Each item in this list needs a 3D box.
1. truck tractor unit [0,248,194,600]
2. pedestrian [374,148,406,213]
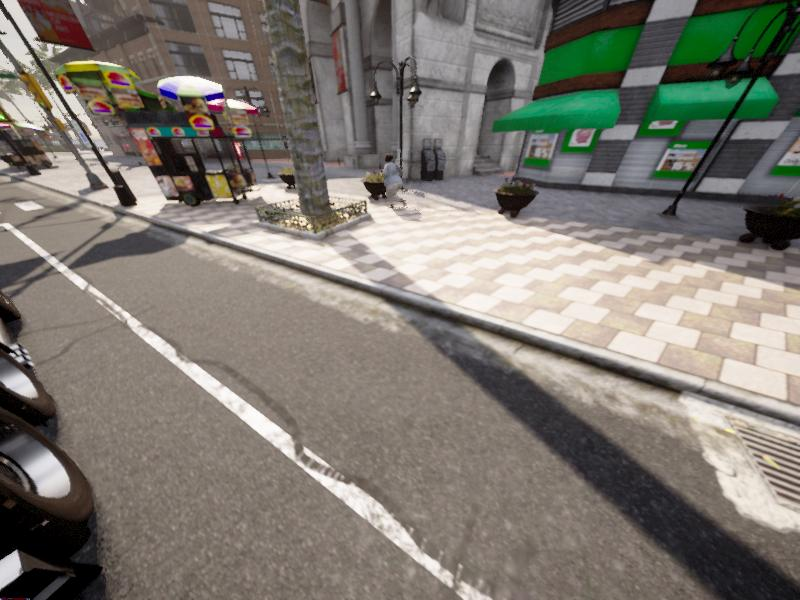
[{"bbox_3d":[-5.084,-0.327,0.818,6.516,4.208,3.053,19,39,25],"label":"truck tractor unit"},{"bbox_3d":[-0.311,-4.084,7.933,0.751,1.860,0.751,19,39,25],"label":"pedestrian"}]
